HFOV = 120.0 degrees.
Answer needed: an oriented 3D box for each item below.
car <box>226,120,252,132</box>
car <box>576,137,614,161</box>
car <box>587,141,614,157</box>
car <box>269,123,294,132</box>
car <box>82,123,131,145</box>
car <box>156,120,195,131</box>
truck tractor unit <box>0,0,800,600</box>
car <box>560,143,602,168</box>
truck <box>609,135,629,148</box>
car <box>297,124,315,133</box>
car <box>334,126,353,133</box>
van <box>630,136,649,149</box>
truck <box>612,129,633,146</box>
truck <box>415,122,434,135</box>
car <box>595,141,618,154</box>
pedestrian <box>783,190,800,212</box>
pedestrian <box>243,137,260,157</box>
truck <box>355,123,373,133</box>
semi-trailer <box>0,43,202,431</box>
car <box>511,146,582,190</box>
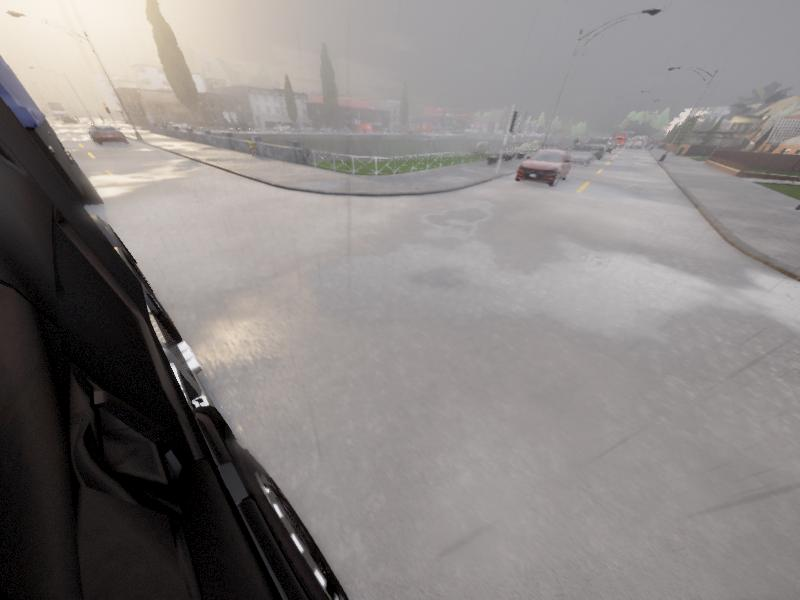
[{"bbox_3d":[-35.785,-38.699,51.384,1.905,1.878,3.866,28,45,30],"label":"car"},{"bbox_3d":[22.362,-17.372,26.404,2.150,2.045,5.566,28,44,30],"label":"car"},{"bbox_3d":[26.892,-20.315,30.961,1.851,1.617,3.988,28,44,30],"label":"car"},{"bbox_3d":[-29.509,-42.908,57.596,2.152,1.651,5.027,28,44,30],"label":"car"},{"bbox_3d":[-26.538,-15.015,20.872,4.181,1.385,1.994,28,44,30],"label":"car"},{"bbox_3d":[-43.037,-33.556,44.401,2.038,1.542,4.974,28,44,29],"label":"car"},{"bbox_3d":[-2.645,-0.295,0.352,6.516,4.208,3.053,28,44,30],"label":"truck tractor unit"},{"bbox_3d":[15.984,-12.786,20.350,2.007,1.525,4.514,28,44,30],"label":"car"},{"bbox_3d":[54.864,-39.875,57.960,2.627,2.467,5.204,28,44,30],"label":"truck"},{"bbox_3d":[-25.135,-45.921,61.882,1.851,1.617,3.988,28,44,30],"label":"car"},{"bbox_3d":[-17.051,-51.491,69.755,1.930,1.638,5.238,28,44,30],"label":"car"},{"bbox_3d":[58.836,-38.851,56.868,2.351,2.431,6.366,28,44,30],"label":"van"},{"bbox_3d":[64.513,-47.038,66.943,2.891,3.827,8.468,28,44,30],"label":"truck"},{"bbox_3d":[9.603,-66.927,90.084,2.891,3.827,8.468,28,44,30],"label":"truck"},{"bbox_3d":[33.146,-24.580,37.084,2.038,1.542,4.974,28,43,30],"label":"car"},{"bbox_3d":[15.799,-4.241,8.478,0.751,1.860,0.751,27,43,29],"label":"pedestrian"},{"bbox_3d":[-10.174,-10.497,15.847,0.500,1.100,0.500,28,44,30],"label":"pedestrian"},{"bbox_3d":[-11.631,-55.541,74.779,2.627,2.467,5.204,28,44,30],"label":"truck"},{"bbox_3d":[-8.703,-3.601,4.225,14.254,4.402,2.717,28,44,30],"label":"semi-trailer"},{"bbox_3d":[8.127,-7.385,12.678,1.882,1.535,5.008,28,44,30],"label":"car"}]
